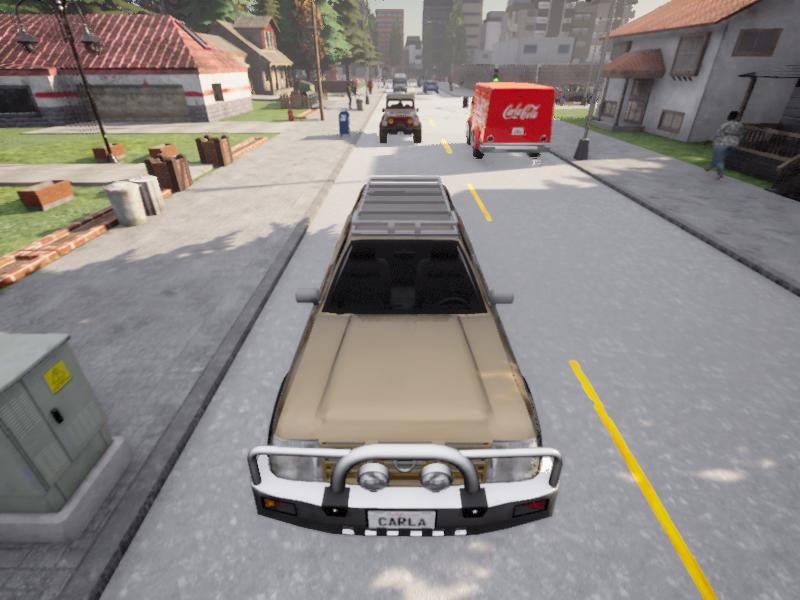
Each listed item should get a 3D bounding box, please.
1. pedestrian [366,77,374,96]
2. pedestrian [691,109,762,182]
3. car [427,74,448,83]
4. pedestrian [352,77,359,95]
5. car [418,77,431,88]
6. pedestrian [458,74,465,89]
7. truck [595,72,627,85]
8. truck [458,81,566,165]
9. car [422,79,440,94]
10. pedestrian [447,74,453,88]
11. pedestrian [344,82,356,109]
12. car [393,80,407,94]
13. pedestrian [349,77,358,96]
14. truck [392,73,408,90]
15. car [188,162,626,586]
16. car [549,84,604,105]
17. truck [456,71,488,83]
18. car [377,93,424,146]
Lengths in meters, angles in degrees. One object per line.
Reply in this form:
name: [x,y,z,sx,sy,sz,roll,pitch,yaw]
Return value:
pedestrian: [-3.344,-23.841,44.694,0.751,1.860,0.751,-2,30,-3]
pedestrian: [9.334,-4.441,11.508,0.751,1.860,0.751,0,30,0]
car: [7.962,-47.474,85.631,3.988,1.617,1.851,-17,34,-27]
pedestrian: [-5.134,-24.688,46.143,0.751,1.860,0.751,-4,31,-7]
car: [4.019,-35.390,65.034,1.845,1.501,3.633,0,30,0]
pedestrian: [9.218,-32.714,59.876,0.751,1.860,0.751,0,30,0]
truck: [39.064,-41.067,74.117,4.478,2.038,2.069,0,30,0]
truck: [4.012,-7.120,15.736,2.627,2.467,5.204,0,30,0]
car: [4.015,-28.001,52.398,2.007,1.525,4.514,0,30,0]
pedestrian: [7.773,-33.945,61.982,0.751,1.860,0.751,-2,30,-4]
pedestrian: [-3.903,-15.938,31.173,0.751,1.860,0.751,-7,31,-12]
car: [0.017,-27.586,51.737,1.816,1.474,4.193,0,30,0]
pedestrian: [-5.156,-23.778,44.586,0.751,1.860,0.751,0,30,1]
truck: [0.007,-34.160,62.363,2.390,2.098,6.274,0,31,0]
car: [0.044,-0.040,4.219,1.932,1.855,4.605,0,30,0]
car: [16.094,-18.810,36.597,3.988,1.617,1.851,0,30,0]
truck: [15.466,-48.049,86.130,6.274,2.098,2.390,0,30,0]
car: [0.021,-8.496,18.671,1.905,1.878,3.866,0,30,0]
